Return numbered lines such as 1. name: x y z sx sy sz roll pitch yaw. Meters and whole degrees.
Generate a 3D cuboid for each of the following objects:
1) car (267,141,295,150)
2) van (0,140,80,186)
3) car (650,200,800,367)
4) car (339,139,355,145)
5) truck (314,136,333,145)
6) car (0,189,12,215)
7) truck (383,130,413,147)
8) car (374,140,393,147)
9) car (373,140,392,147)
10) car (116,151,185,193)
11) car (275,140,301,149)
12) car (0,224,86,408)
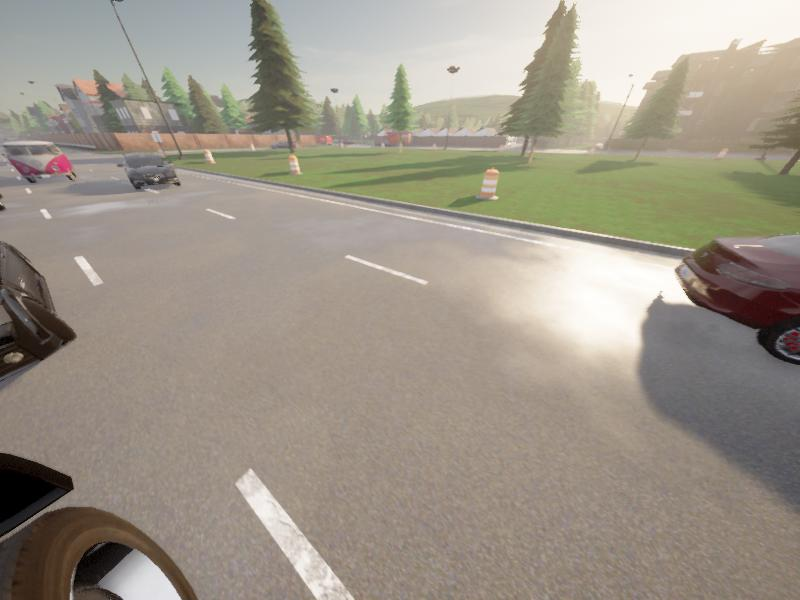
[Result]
1. car: -24.858 -32.465 48.446 2.007 1.525 4.514 23 41 28
2. van: -21.258 -8.251 13.727 4.442 1.987 1.775 29 44 34
3. car: 6.314 0.186 2.424 4.674 1.442 1.812 22 41 27
4. car: -17.663 -52.335 76.596 4.792 1.488 2.163 22 41 28
5. truck: -24.300 -50.776 73.486 5.204 2.467 2.627 22 41 28
6. car: -16.399 -4.047 8.125 5.027 1.651 2.152 22 41 27
7. truck: -0.576 -46.724 66.716 8.468 3.827 2.891 22 41 28
8. car: -4.671 -44.889 66.254 5.027 1.651 2.152 22 41 28
9. car: -4.769 -42.555 62.779 4.611 1.667 2.242 22 41 28
10. car: -13.650 -7.108 12.585 1.837 1.490 4.892 -30 45 -35
11. car: -25.365 -35.295 52.378 2.242 1.667 4.611 28 44 33
12. car: -5.983 0.042 2.639 4.181 1.385 1.994 22 42 28
